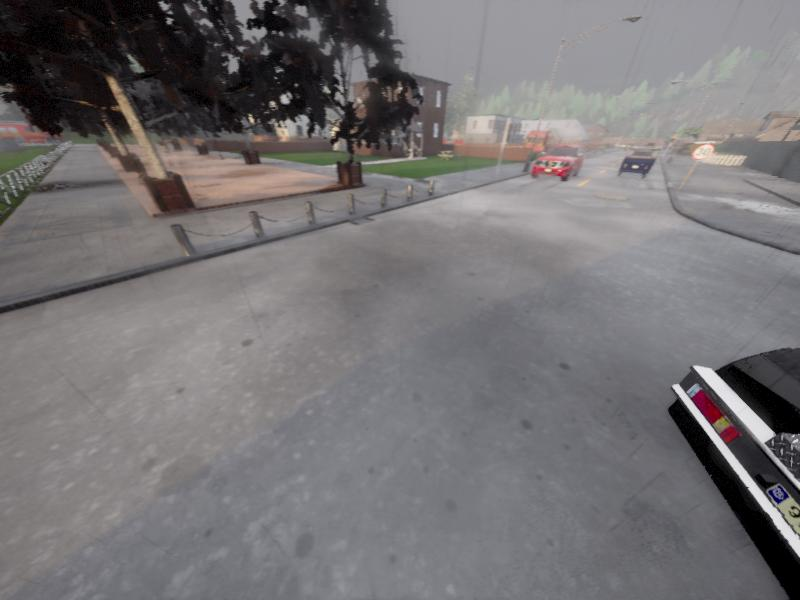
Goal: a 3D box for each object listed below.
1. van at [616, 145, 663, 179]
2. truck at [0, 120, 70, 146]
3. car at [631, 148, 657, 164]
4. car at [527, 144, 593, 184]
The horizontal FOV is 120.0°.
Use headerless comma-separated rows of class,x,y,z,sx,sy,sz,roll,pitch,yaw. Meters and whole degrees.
van,19.027,-11.059,18.370,1.775,1.987,4.442,28,43,33
truck,-72.355,-32.358,44.883,2.891,3.827,8.468,28,43,33
car,32.083,-18.994,30.338,1.837,1.490,4.892,28,43,33
car,11.364,-9.747,16.286,2.150,2.045,5.566,28,43,33
